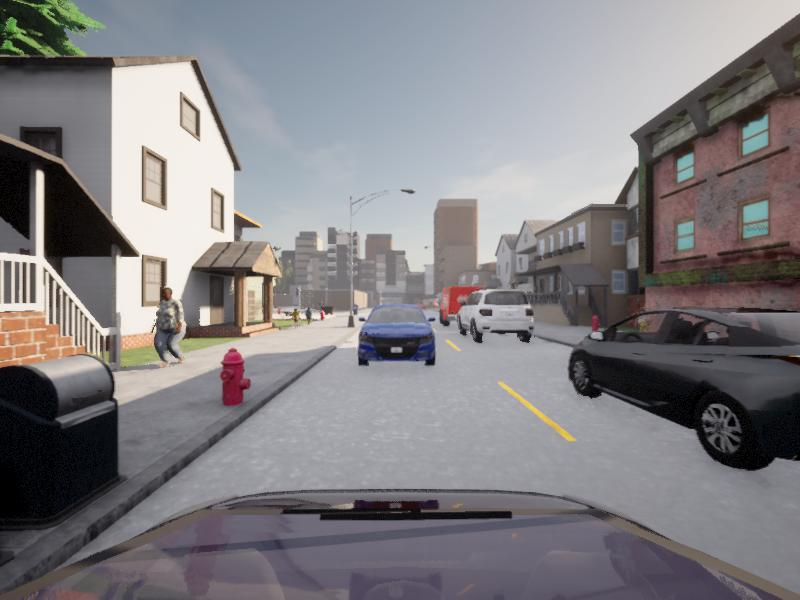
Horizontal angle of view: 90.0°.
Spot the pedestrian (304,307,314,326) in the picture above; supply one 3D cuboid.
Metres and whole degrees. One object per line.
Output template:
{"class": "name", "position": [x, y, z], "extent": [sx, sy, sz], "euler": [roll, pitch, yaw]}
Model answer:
{"class": "pedestrian", "position": [-5.425, 0.977, 23.804], "extent": [0.500, 1.100, 0.500], "euler": [0, 0, 1]}

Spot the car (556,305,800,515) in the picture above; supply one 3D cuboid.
{"class": "car", "position": [3.951, 0.845, 5.255], "extent": [2.007, 1.525, 4.514], "euler": [0, 0, -1]}

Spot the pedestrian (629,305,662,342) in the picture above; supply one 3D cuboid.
{"class": "pedestrian", "position": [9.012, 0.853, 14.691], "extent": [0.751, 1.300, 0.751], "euler": [0, 0, 1]}

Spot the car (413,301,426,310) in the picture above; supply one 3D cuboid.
{"class": "car", "position": [3.553, 1.022, 73.486], "extent": [2.242, 1.667, 4.611], "euler": [0, 0, 0]}

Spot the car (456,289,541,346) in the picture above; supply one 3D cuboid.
{"class": "car", "position": [3.891, 0.616, 17.004], "extent": [2.150, 2.045, 5.566], "euler": [0, 0, -1]}

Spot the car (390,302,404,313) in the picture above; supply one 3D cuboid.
{"class": "car", "position": [-0.383, 0.991, 55.748], "extent": [1.837, 1.490, 4.892], "euler": [0, 0, 0]}

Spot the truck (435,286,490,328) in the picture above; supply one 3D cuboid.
{"class": "truck", "position": [3.911, 0.424, 26.253], "extent": [2.627, 2.467, 5.204], "euler": [0, 0, -2]}

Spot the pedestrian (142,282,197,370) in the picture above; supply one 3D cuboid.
{"class": "pedestrian", "position": [-5.134, 0.559, 8.934], "extent": [0.751, 1.860, 0.751], "euler": [0, 0, 11]}

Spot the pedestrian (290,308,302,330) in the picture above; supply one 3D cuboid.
{"class": "pedestrian", "position": [-5.406, 0.970, 20.824], "extent": [0.500, 1.100, 0.500], "euler": [0, 0, 2]}

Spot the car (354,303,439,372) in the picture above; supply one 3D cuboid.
{"class": "car", "position": [-0.083, 0.855, 11.410], "extent": [1.882, 1.535, 5.008], "euler": [0, 0, 0]}
